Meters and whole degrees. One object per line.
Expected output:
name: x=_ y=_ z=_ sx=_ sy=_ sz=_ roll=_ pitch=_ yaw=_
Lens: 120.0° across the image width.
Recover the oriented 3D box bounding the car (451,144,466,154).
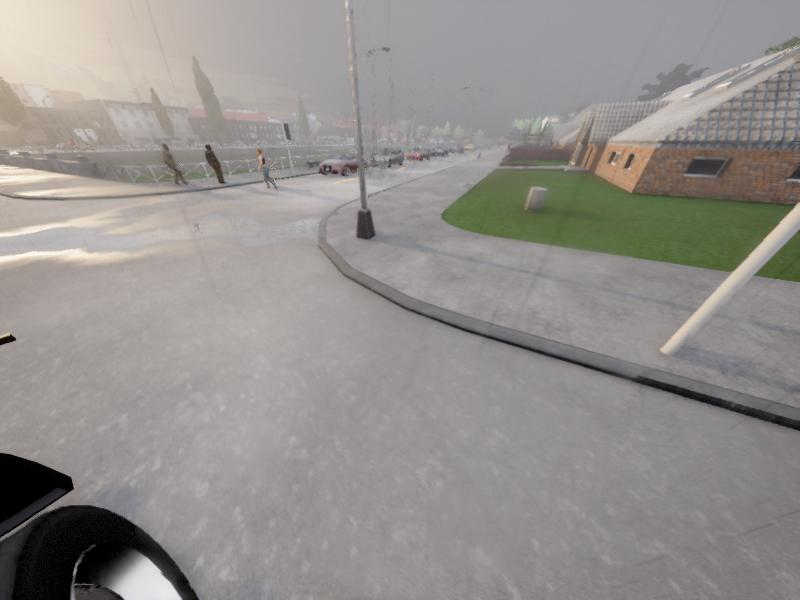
car: x=11.434 y=-29.360 z=44.971 sx=1.845 sy=1.501 sz=3.633 roll=15 pitch=37 yaw=20

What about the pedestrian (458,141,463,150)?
pedestrian: x=15.537 y=-39.541 z=59.139 sx=0.751 sy=1.860 sz=0.751 roll=17 pitch=38 yaw=22

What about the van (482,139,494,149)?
van: x=28.288 y=-50.193 z=74.350 sx=2.351 sy=2.431 sz=6.366 roll=15 pitch=37 yaw=20

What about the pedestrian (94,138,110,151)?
pedestrian: x=-52.239 y=-27.282 z=40.497 sx=0.751 sy=1.860 sz=0.751 roll=18 pitch=38 yaw=23

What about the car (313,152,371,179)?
car: x=-4.196 y=-10.315 z=17.526 sx=1.994 sy=1.385 sz=4.181 roll=15 pitch=37 yaw=20

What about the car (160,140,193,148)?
car: x=-54.345 y=-38.066 z=56.367 sx=1.930 sy=1.638 sz=5.238 roll=15 pitch=37 yaw=20

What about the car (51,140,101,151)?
car: x=-61.423 y=-29.456 z=43.911 sx=2.152 sy=1.651 sz=5.027 roll=15 pitch=37 yaw=20

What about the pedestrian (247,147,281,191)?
pedestrian: x=-6.789 y=-6.567 z=11.631 sx=0.751 sy=1.860 sz=0.751 roll=-2 pitch=35 yaw=-4

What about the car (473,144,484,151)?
car: x=21.329 y=-41.311 z=62.425 sx=1.994 sy=1.385 sz=4.181 roll=15 pitch=37 yaw=20

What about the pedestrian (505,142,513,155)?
pedestrian: x=19.338 y=-26.862 z=40.990 sx=0.751 sy=1.860 sz=0.751 roll=14 pitch=37 yaw=18

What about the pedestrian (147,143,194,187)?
pedestrian: x=-11.584 y=-6.845 z=11.758 sx=0.751 sy=1.860 sz=0.751 roll=-2 pitch=35 yaw=-4

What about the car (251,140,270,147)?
car: x=-44.450 y=-50.094 z=73.784 sx=2.033 sy=1.649 sz=4.856 roll=15 pitch=37 yaw=20

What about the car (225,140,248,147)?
car: x=-47.874 y=-45.931 z=67.760 sx=1.930 sy=1.638 sz=5.238 roll=15 pitch=37 yaw=20

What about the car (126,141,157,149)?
car: x=-57.277 y=-34.435 z=51.252 sx=1.970 sy=1.475 sz=3.806 roll=16 pitch=38 yaw=20

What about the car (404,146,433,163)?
car: x=2.381 y=-18.365 z=29.046 sx=2.007 sy=1.525 sz=4.514 roll=15 pitch=37 yaw=20

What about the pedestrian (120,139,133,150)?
pedestrian: x=-56.373 y=-32.113 z=47.553 sx=0.751 sy=1.860 sz=0.751 roll=7 pitch=35 yaw=9

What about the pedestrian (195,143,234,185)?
pedestrian: x=-9.882 y=-7.285 z=12.402 sx=0.751 sy=1.860 sz=0.751 roll=13 pitch=37 yaw=17

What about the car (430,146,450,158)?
car: x=6.309 y=-23.112 z=35.969 sx=1.816 sy=1.474 sz=4.193 roll=15 pitch=37 yaw=20

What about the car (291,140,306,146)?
car: x=-37.644 y=-58.322 z=85.800 sx=1.882 sy=1.535 sz=5.008 roll=15 pitch=37 yaw=20

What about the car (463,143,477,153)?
car: x=16.061 y=-34.980 z=53.105 sx=1.882 sy=1.535 sz=5.008 roll=15 pitch=38 yaw=20

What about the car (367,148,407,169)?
car: x=-1.133 y=-14.099 z=22.867 sx=2.007 sy=1.525 sz=4.514 roll=15 pitch=37 yaw=20

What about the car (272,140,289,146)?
car: x=-41.077 y=-54.172 z=79.742 sx=2.038 sy=1.542 sz=4.974 roll=15 pitch=37 yaw=20

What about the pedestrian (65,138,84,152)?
pedestrian: x=-51.487 y=-24.530 z=36.563 sx=0.751 sy=1.860 sz=0.751 roll=15 pitch=37 yaw=20

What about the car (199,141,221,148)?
car: x=-51.051 y=-41.992 z=62.221 sx=1.970 sy=1.475 sz=3.806 roll=15 pitch=37 yaw=20
